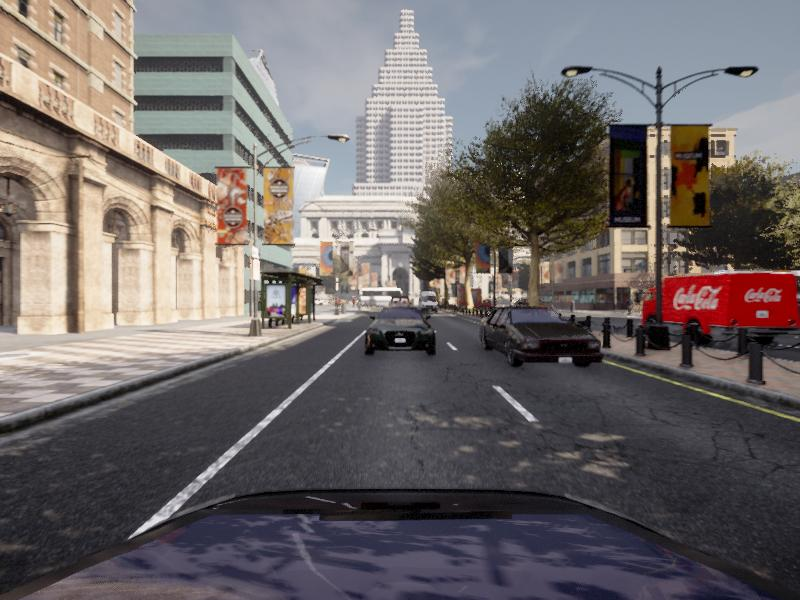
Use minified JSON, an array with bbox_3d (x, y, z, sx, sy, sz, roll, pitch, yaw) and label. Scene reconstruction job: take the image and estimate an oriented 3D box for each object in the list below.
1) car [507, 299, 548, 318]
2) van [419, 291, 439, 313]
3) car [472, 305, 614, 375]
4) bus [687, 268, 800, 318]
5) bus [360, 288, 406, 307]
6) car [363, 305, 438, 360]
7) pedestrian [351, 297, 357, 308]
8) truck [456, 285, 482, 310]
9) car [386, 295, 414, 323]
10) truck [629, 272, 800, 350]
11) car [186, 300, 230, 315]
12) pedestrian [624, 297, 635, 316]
[{"bbox_3d":[11.513,0.716,36.447,2.242,1.667,4.611,0,0,0],"label":"car"},{"bbox_3d":[3.463,0.268,49.392,1.988,2.561,5.915,0,0,-1],"label":"van"},{"bbox_3d":[3.504,0.882,11.127,2.033,1.411,5.357,0,0,0],"label":"car"},{"bbox_3d":[32.455,-0.574,36.196,10.273,4.253,3.944,0,0,-1],"label":"bus"},{"bbox_3d":[-3.869,-0.638,91.712,10.273,4.253,3.944,0,0,0],"label":"bus"},{"bbox_3d":[0.008,0.892,12.699,1.994,1.385,4.181,0,0,0],"label":"car"},{"bbox_3d":[-7.968,0.410,68.993,0.751,1.860,0.751,0,0,13],"label":"pedestrian"},{"bbox_3d":[11.533,-0.394,67.268,2.891,3.827,8.468,0,0,0],"label":"truck"},{"bbox_3d":[0.013,0.614,28.983,1.905,1.878,3.866,0,0,0],"label":"car"},{"bbox_3d":[11.502,0.339,15.199,2.627,2.467,5.204,0,0,0],"label":"truck"},{"bbox_3d":[-19.300,0.712,40.454,2.161,1.482,4.786,0,0,0],"label":"car"},{"bbox_3d":[22.424,0.594,39.116,0.751,1.860,0.751,0,0,16],"label":"pedestrian"}]
